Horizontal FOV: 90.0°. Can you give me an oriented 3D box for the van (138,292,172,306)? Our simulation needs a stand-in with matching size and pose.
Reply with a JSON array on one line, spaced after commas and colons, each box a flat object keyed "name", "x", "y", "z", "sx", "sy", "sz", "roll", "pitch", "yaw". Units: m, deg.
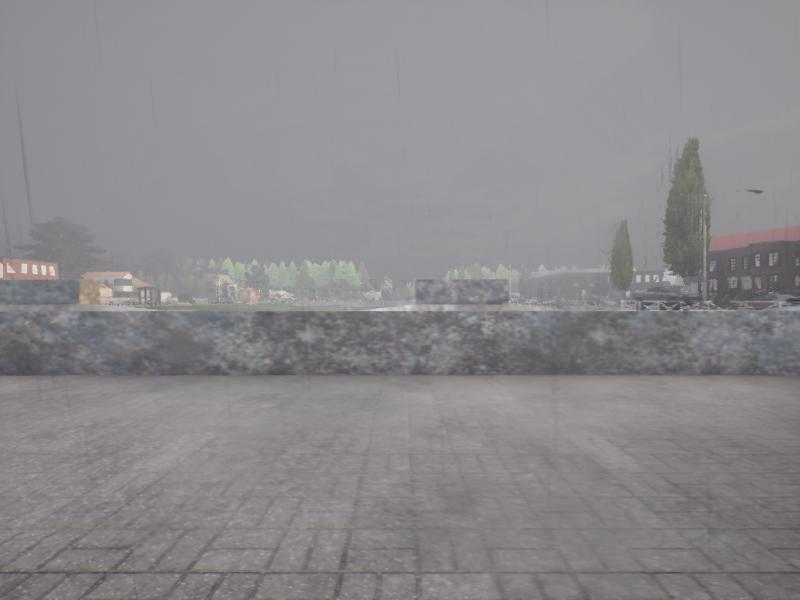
[{"name": "van", "x": -44.492, "y": -0.221, "z": 72.953, "sx": 2.351, "sy": 2.431, "sz": 6.366, "roll": 0, "pitch": 0, "yaw": 0}]

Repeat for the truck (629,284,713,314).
[{"name": "truck", "x": 21.201, "y": -0.059, "z": 31.766, "sx": 2.390, "sy": 2.098, "sz": 6.274, "roll": 0, "pitch": 0, "yaw": 0}]

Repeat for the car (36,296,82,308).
[{"name": "car", "x": -44.503, "y": 0.246, "z": 52.313, "sx": 1.837, "sy": 1.490, "sz": 4.892, "roll": 0, "pitch": 0, "yaw": 0}]

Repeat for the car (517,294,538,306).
[{"name": "car", "x": 21.209, "y": 0.051, "z": 66.746, "sx": 1.932, "sy": 1.855, "sz": 4.605, "roll": 0, "pitch": 0, "yaw": 0}]

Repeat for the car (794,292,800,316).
[{"name": "car", "x": 25.209, "y": 0.250, "z": 22.718, "sx": 1.970, "sy": 1.475, "sz": 3.806, "roll": 0, "pitch": 0, "yaw": 0}]

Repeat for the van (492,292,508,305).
[{"name": "van", "x": 21.210, "y": -0.302, "z": 84.937, "sx": 1.988, "sy": 2.561, "sz": 5.915, "roll": 0, "pitch": 0, "yaw": 0}]

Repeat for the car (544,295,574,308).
[{"name": "car", "x": 21.208, "y": 0.199, "z": 53.571, "sx": 1.801, "sy": 1.575, "sz": 5.366, "roll": 0, "pitch": 0, "yaw": 0}]

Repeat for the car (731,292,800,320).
[{"name": "car", "x": 21.198, "y": 0.304, "z": 22.358, "sx": 1.994, "sy": 1.385, "sz": 4.181, "roll": 0, "pitch": 0, "yaw": 0}]

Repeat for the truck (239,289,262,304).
[{"name": "truck", "x": -40.464, "y": -0.919, "z": 108.453, "sx": 2.891, "sy": 3.827, "sz": 8.468, "roll": 0, "pitch": 0, "yaw": 0}]

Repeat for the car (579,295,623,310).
[{"name": "car", "x": 21.204, "y": 0.233, "z": 42.431, "sx": 2.128, "sy": 1.511, "sz": 4.902, "roll": 0, "pitch": 0, "yaw": 0}]

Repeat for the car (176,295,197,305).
[{"name": "car", "x": -40.487, "y": 0.062, "z": 75.903, "sx": 1.905, "sy": 1.878, "sz": 3.866, "roll": 0, "pitch": 0, "yaw": 0}]
